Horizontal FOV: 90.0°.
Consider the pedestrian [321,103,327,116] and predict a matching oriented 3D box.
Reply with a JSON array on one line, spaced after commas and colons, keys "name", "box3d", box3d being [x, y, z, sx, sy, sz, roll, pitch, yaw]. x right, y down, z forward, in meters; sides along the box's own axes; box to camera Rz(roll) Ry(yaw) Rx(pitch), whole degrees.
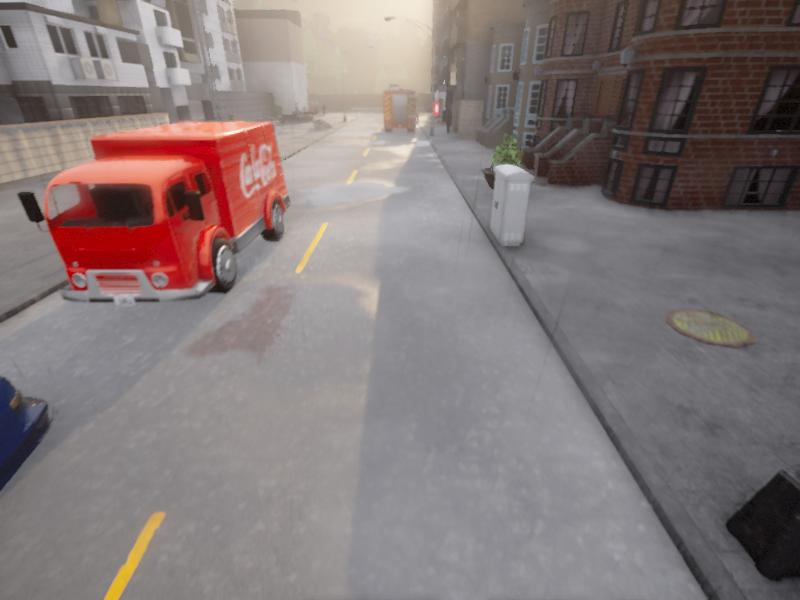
[{"name": "pedestrian", "box3d": [-11.590, -28.971, 60.820, 0.751, 1.860, 0.751, -5, 28, -9]}]

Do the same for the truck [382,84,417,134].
[{"name": "truck", "box3d": [-0.016, -18.064, 37.597, 2.891, 3.827, 8.468, 0, 27, 0]}]

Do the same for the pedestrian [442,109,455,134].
[{"name": "pedestrian", "box3d": [3.969, -14.597, 32.684, 0.751, 1.860, 0.751, -5, 28, -10]}]

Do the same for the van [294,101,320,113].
[{"name": "van", "box3d": [-17.663, -36.776, 76.170, 4.442, 1.987, 1.775, 0, 27, 0]}]

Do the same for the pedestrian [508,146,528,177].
[{"name": "pedestrian", "box3d": [4.622, -5.443, 15.697, 0.500, 1.100, 0.500, -2, 27, -3]}]

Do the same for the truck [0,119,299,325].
[{"name": "truck", "box3d": [-4.003, -1.946, 7.711, 2.627, 2.467, 5.204, 0, 28, 0]}]

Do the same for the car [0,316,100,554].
[{"name": "car", "box3d": [-4.000, 1.988, 1.269, 2.033, 1.411, 5.357, 0, 27, 0]}]

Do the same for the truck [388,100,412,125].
[{"name": "truck", "box3d": [-0.022, -22.150, 47.031, 2.627, 2.467, 5.204, 0, 27, 0]}]
